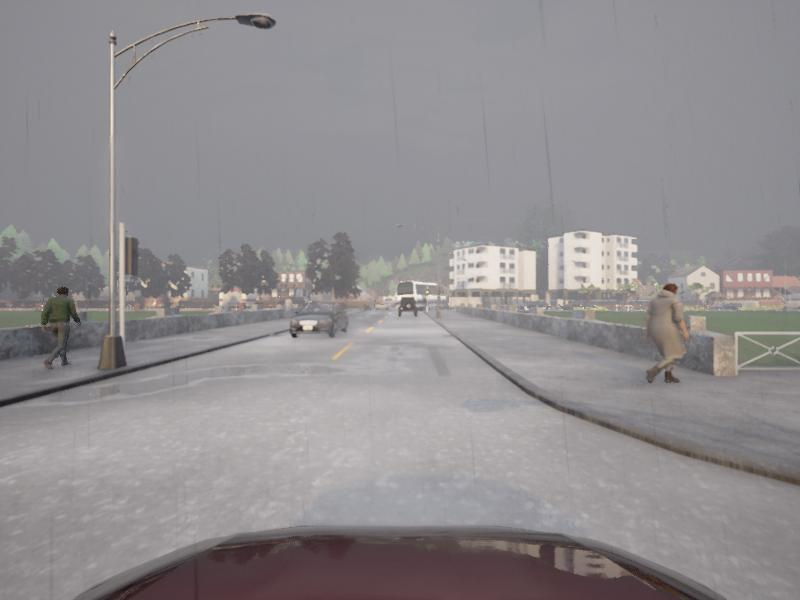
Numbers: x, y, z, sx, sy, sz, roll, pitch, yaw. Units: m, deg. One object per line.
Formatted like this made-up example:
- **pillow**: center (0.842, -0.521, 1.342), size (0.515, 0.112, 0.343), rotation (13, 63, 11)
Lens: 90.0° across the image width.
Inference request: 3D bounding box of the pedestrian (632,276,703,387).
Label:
- **pedestrian**: center (4.707, 0.527, 7.083), size (0.751, 1.860, 0.751), rotation (0, 0, -6)

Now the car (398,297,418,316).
- **car**: center (0.801, 0.654, 40.853), size (1.905, 1.878, 3.866), rotation (0, -1, 1)

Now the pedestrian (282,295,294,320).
- **pedestrian**: center (-8.539, 0.542, 30.495), size (0.751, 1.860, 0.751), rotation (0, 0, -1)

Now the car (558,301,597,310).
- **car**: center (28.421, 0.915, 64.251), size (5.357, 1.411, 2.033), rotation (0, 0, 1)

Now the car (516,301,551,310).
- **car**: center (21.410, 0.865, 64.272), size (4.892, 1.490, 1.837), rotation (0, 0, 2)

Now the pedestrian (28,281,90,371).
- **pedestrian**: center (-7.378, 0.536, 8.695), size (0.751, 1.860, 0.751), rotation (0, 0, -7)

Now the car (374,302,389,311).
- **car**: center (-2.799, 0.962, 61.589), size (1.895, 1.301, 4.718), rotation (0, 0, 1)

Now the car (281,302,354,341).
- **car**: center (-3.548, 0.842, 18.232), size (2.128, 1.511, 4.902), rotation (0, 0, 2)

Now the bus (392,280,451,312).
- **bus**: center (3.387, -0.503, 59.795), size (3.944, 4.253, 10.273), rotation (-5, -3, 33)
